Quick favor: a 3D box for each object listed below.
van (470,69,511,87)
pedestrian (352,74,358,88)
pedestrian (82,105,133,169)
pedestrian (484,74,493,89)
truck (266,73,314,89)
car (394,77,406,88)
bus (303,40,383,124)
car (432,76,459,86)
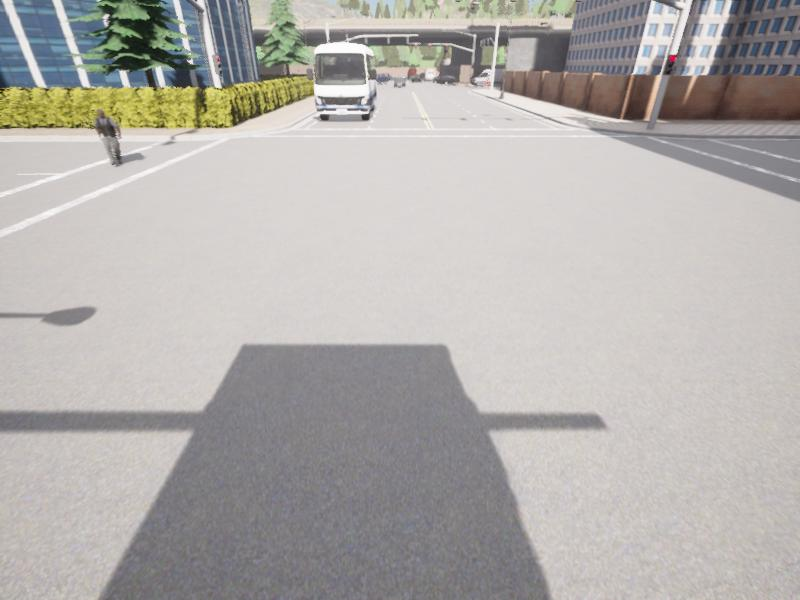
[{"bbox_3d":[14.749,-36.375,65.529,5.915,2.561,1.988,0,30,0],"label":"van"},{"bbox_3d":[-7.062,-34.451,62.964,0.751,1.860,0.751,-13,33,-21],"label":"pedestrian"},{"bbox_3d":[-9.822,-5.492,13.493,0.751,1.860,0.751,-11,32,-18],"label":"pedestrian"},{"bbox_3d":[12.349,-30.514,55.889,0.751,1.860,0.751,-9,32,-16],"label":"pedestrian"},{"bbox_3d":[-16.313,-32.665,59.651,6.274,2.098,2.390,0,30,0],"label":"truck"},{"bbox_3d":[-0.026,-35.304,64.927,1.812,1.442,4.674,0,30,0],"label":"car"},{"bbox_3d":[-3.392,-15.137,27.668,3.944,4.253,10.273,0,30,0],"label":"bus"},{"bbox_3d":[8.083,-39.222,71.470,1.837,1.490,4.892,-20,36,-31],"label":"car"}]
